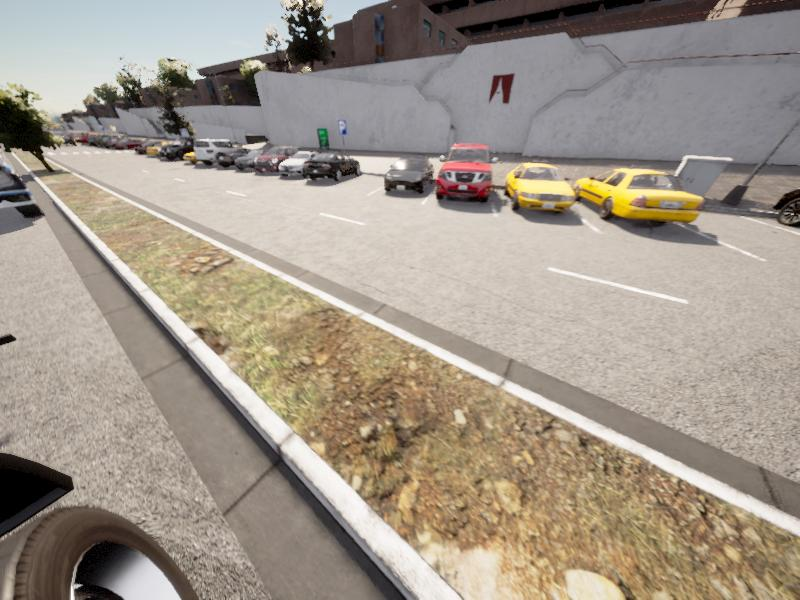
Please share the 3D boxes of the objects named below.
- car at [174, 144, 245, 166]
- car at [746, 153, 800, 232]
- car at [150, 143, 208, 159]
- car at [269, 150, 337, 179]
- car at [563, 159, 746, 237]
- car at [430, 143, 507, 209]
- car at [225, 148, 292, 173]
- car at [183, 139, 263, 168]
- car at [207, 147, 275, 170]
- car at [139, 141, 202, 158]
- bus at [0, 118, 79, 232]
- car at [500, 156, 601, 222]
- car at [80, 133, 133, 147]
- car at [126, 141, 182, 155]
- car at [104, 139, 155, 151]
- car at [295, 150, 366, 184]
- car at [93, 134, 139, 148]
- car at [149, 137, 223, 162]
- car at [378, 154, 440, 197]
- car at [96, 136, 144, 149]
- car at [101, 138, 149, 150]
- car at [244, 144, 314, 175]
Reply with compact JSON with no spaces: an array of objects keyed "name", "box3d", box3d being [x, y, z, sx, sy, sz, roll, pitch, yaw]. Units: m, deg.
[{"name":"car","box3d":[-19.033,-14.842,23.480,1.946,1.575,5.366,10,36,12]},{"name":"car","box3d":[12.967,-2.125,5.292,2.435,2.045,5.566,9,35,12]},{"name":"car","box3d":[-26.361,-17.983,27.816,2.002,1.452,4.674,10,36,11]},{"name":"car","box3d":[-6.691,-9.866,16.661,2.002,1.452,4.674,9,35,12]},{"name":"car","box3d":[8.095,-4.013,8.358,1.946,1.575,5.366,9,35,12]},{"name":"car","box3d":[3.139,-6.099,10.850,2.435,2.045,5.566,9,35,12]},{"name":"car","box3d":[-11.604,-11.867,19.465,2.002,1.452,4.674,10,36,12]},{"name":"car","box3d":[-16.518,-14.145,22.115,2.435,2.045,5.566,9,36,12]},{"name":"car","box3d":[-14.067,-12.905,20.881,2.163,1.488,4.792,9,35,12]},{"name":"car","box3d":[-28.780,-19.150,29.319,1.946,1.575,5.366,10,36,12]},{"name":"bus","box3d":[-15.963,-5.171,7.483,10.273,4.253,3.944,22,41,28]},{"name":"car","box3d":[5.549,-4.810,9.460,1.946,1.575,5.366,9,35,12]},{"name":"car","box3d":[-55.790,-30.600,44.133,2.435,2.045,5.566,10,36,11]},{"name":"car","box3d":[-33.743,-21.075,31.925,2.163,1.488,4.792,10,36,11]},{"name":"car","box3d":[-43.572,-25.217,37.438,2.163,1.488,4.792,10,36,11]},{"name":"car","box3d":[-4.240,-8.896,15.227,2.097,1.535,5.008,9,35,12]},{"name":"car","box3d":[-50.878,-28.602,41.526,1.878,1.987,4.442,10,36,12]},{"name":"car","box3d":[-23.900,-17.171,26.239,2.435,2.045,5.566,10,36,11]},{"name":"car","box3d":[0.676,-6.866,12.413,2.163,1.488,4.792,9,35,12]},{"name":"car","box3d":[-48.475,-27.409,40.096,2.185,1.767,4.553,10,36,12]},{"name":"car","box3d":[-46.031,-26.260,38.844,2.002,1.452,4.674,10,36,12]},{"name":"car","box3d":[-9.138,-11.019,17.992,2.185,1.767,4.553,9,35,12]}]
